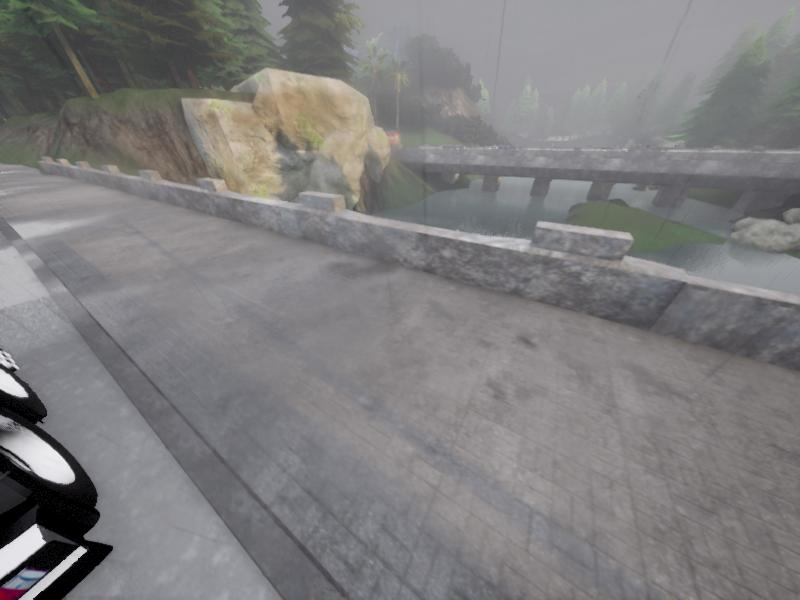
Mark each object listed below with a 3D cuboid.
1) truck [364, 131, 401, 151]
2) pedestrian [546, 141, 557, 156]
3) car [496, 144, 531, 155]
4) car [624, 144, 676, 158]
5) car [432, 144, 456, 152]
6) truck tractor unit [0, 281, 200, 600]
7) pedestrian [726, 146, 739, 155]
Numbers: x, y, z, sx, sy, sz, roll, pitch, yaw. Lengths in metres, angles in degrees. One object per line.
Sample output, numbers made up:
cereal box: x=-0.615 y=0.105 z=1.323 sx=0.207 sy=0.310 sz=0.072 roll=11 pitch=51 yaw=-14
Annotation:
truck: x=-4.121 y=-37.891 z=55.060 sx=8.468 sy=3.827 sz=2.891 roll=19 pitch=39 yaw=25
pedestrian: x=22.199 y=-22.193 z=33.805 sx=0.751 sy=1.860 sz=0.751 roll=23 pitch=41 yaw=29
car: x=19.633 y=-26.248 z=40.151 sx=5.008 sy=1.535 sz=1.882 roll=19 pitch=39 yaw=25
car: x=35.027 y=-21.029 z=32.541 sx=4.514 sy=1.525 sz=2.007 roll=19 pitch=39 yaw=25
car: x=9.327 y=-32.366 z=49.101 sx=4.674 sy=1.442 sz=1.812 roll=19 pitch=39 yaw=25
truck tractor unit: x=-5.139 y=-0.271 z=0.739 sx=6.516 sy=4.208 sz=3.053 roll=17 pitch=38 yaw=23
pedestrian: x=49.383 y=-22.263 z=34.340 sx=0.500 sy=1.100 sz=0.500 roll=17 pitch=38 yaw=23
